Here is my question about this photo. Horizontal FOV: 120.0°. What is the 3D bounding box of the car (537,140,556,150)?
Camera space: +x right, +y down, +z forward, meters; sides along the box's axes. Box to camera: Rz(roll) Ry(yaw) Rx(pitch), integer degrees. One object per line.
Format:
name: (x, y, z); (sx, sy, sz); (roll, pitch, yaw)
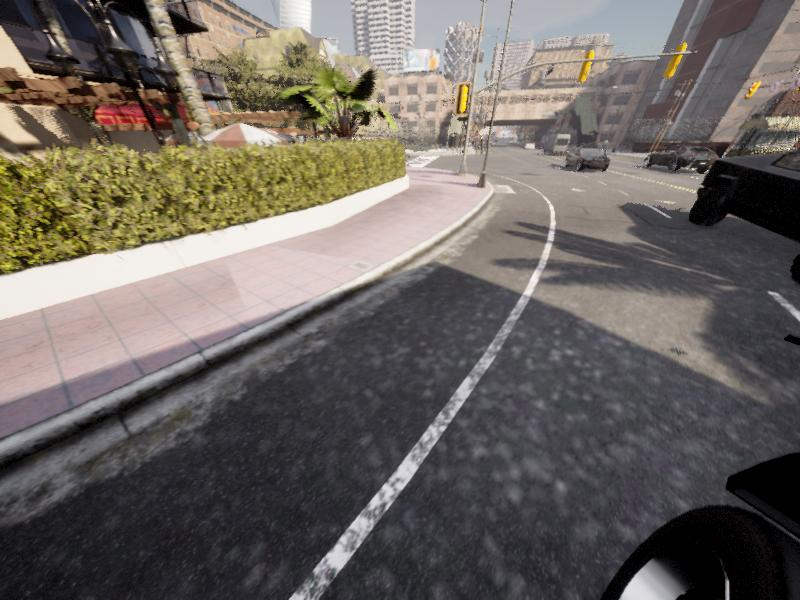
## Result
car: (31.923, -33.858, 50.468); (2.033, 1.649, 4.856); (8, 36, 12)

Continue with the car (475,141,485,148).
car: (21.841, -42.631, 63.245); (2.231, 1.521, 4.892); (7, 36, 11)

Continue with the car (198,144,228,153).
car: (-41.009, -33.286, 50.814); (2.163, 1.488, 4.792); (5, 35, 8)

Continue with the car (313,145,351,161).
car: (-8.498, -18.516, 29.135); (3.988, 1.617, 1.851); (7, 36, 11)

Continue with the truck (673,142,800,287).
truck: (9.361, -2.015, 4.870); (2.390, 2.098, 6.274); (16, 38, 22)

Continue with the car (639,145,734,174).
car: (22.128, -11.236, 18.288); (2.152, 1.651, 5.027); (8, 36, 12)

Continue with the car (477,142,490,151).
car: (17.816, -33.019, 49.560); (2.097, 1.535, 5.008); (7, 36, 11)

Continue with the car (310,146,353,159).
car: (-9.523, -20.612, 32.332); (5.357, 1.411, 2.033); (8, 36, 11)

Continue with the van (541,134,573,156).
van: (23.865, -23.847, 35.491); (1.988, 2.561, 5.915); (8, 36, 12)

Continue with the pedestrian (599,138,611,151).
pedestrian: (35.376, -26.810, 39.850); (0.751, 1.860, 0.751); (8, 36, 13)

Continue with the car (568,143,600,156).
car: (26.935, -22.217, 34.000); (2.007, 1.525, 4.514); (8, 36, 12)

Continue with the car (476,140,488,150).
car: (19.222, -36.726, 54.620); (2.185, 1.767, 4.553); (7, 36, 11)

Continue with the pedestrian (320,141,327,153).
pedestrian: (-14.117, -28.314, 42.690); (0.751, 1.860, 0.751); (11, 37, 16)

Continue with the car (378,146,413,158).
car: (-0.648, -21.470, 33.520); (4.718, 1.301, 1.895); (7, 36, 11)

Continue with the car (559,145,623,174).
car: (15.105, -11.470, 18.705); (1.930, 1.638, 5.238); (8, 36, 12)

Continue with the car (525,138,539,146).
car: (42.506, -51.043, 74.540); (2.435, 2.045, 5.566); (7, 36, 11)

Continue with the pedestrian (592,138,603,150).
pedestrian: (36.999, -29.246, 43.309); (0.751, 1.860, 0.751); (5, 35, 7)

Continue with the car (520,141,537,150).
car: (28.683, -34.652, 51.723); (2.242, 1.667, 4.611); (8, 36, 12)

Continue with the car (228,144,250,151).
car: (-41.865, -39.825, 60.203); (1.812, 1.442, 4.674); (7, 36, 11)
